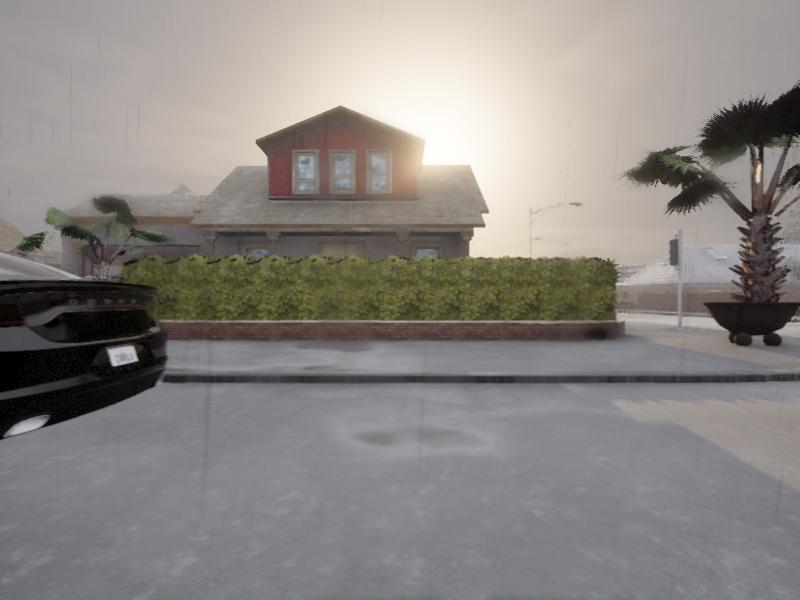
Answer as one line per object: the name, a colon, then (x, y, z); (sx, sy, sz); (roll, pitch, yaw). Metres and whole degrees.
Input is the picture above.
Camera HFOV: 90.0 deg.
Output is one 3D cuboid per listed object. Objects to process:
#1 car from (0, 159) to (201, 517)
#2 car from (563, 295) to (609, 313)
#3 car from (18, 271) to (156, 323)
car: (-4.452, 0.182, 2.711); (5.238, 1.638, 1.930); (0, 0, 0)
car: (15.828, 0.320, 34.303); (1.994, 1.385, 4.181); (0, 0, 0)
car: (-10.072, -0.091, 13.287); (1.845, 1.501, 3.633); (0, 0, -3)
